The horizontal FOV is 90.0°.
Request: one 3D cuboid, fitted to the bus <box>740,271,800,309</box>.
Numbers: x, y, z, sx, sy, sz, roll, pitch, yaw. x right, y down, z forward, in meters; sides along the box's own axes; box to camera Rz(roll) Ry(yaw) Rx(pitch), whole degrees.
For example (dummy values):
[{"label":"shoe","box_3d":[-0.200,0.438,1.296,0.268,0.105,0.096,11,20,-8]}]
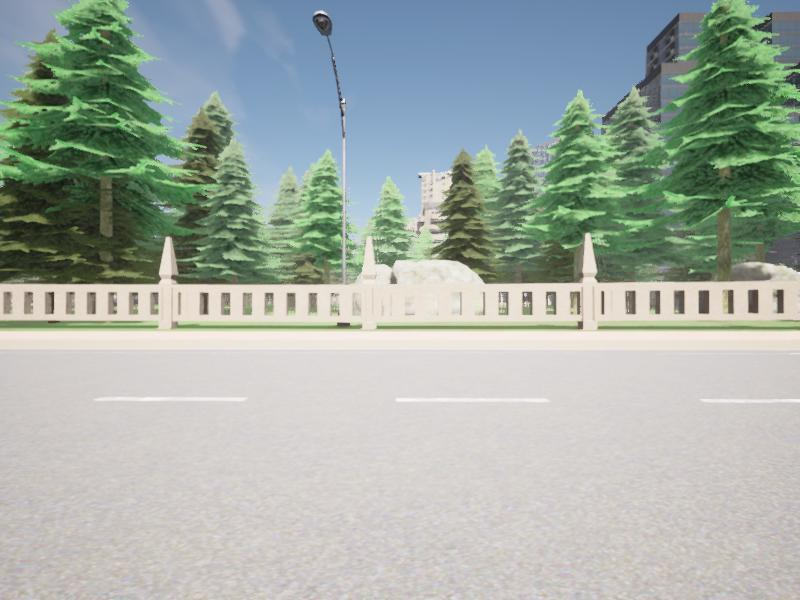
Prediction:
[{"label":"bus","box_3d":[47.163,-1.167,48.068,3.944,4.253,10.273,0,0,1]}]
